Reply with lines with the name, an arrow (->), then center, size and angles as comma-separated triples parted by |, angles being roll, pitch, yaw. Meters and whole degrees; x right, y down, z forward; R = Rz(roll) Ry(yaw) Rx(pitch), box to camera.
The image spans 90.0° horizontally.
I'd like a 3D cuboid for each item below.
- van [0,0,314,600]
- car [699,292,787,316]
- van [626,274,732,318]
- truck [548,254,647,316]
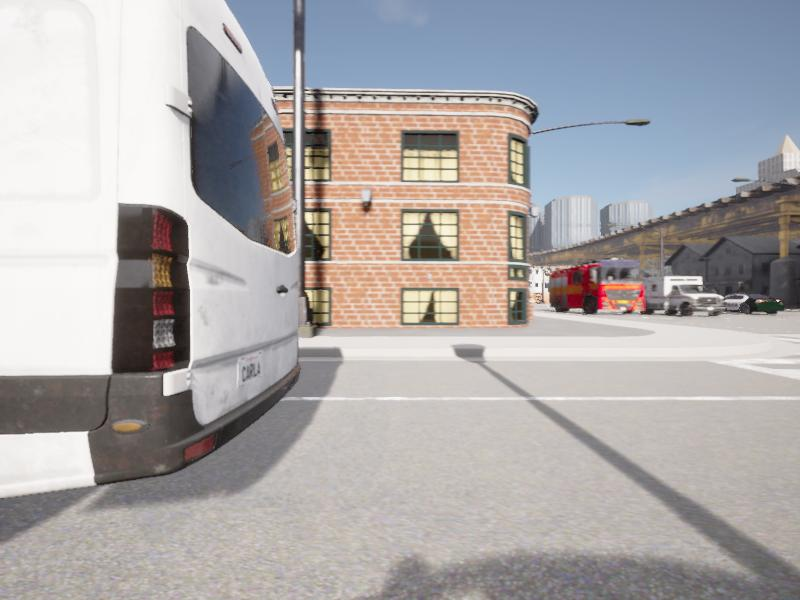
van -> -3.656, -0.279, 2.261 | 5.915, 2.561, 1.988 | 0, 0, -1
car -> 24.161, 0.239, 28.469 | 2.038, 1.542, 4.974 | 0, 0, 1
van -> 17.398, -0.215, 25.562 | 2.351, 2.431, 6.366 | 0, 0, 1
truck -> 13.722, -0.916, 28.852 | 2.891, 3.827, 8.468 | 0, 0, 0
